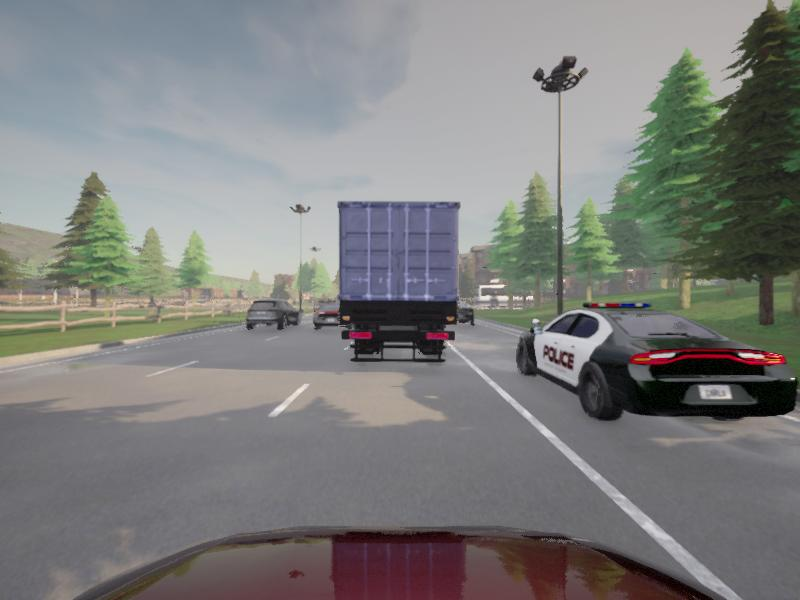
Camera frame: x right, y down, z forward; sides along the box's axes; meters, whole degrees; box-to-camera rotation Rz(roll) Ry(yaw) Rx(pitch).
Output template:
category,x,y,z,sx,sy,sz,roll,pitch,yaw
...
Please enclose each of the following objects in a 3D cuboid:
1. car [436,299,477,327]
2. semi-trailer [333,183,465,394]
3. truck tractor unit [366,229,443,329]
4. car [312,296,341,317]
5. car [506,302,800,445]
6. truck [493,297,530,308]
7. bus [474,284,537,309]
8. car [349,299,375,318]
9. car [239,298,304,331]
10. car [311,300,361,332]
category,x,y,z,sx,sy,sz,roll,pitch,yaw
car,3.504,0.756,25.814,1.930,1.638,5.238,0,0,0
semi-trailer,0.049,-0.783,15.481,2.717,4.402,14.254,0,5,1
truck tractor unit,0.461,-0.893,23.590,3.053,4.208,6.516,12,-7,6
car,-6.995,0.627,38.418,1.932,1.855,4.605,0,-1,0
car,3.503,0.822,6.875,2.038,1.542,4.974,0,0,0
truck,21.015,0.499,75.275,6.274,2.098,2.390,0,0,0
bus,18.791,-0.571,71.878,10.273,4.253,3.944,0,0,0
car,-3.495,0.750,37.509,1.930,1.638,5.238,0,0,0
car,-6.996,0.760,22.411,2.033,1.649,4.856,0,-1,0
car,-3.495,0.817,22.720,2.038,1.542,4.974,0,0,0
